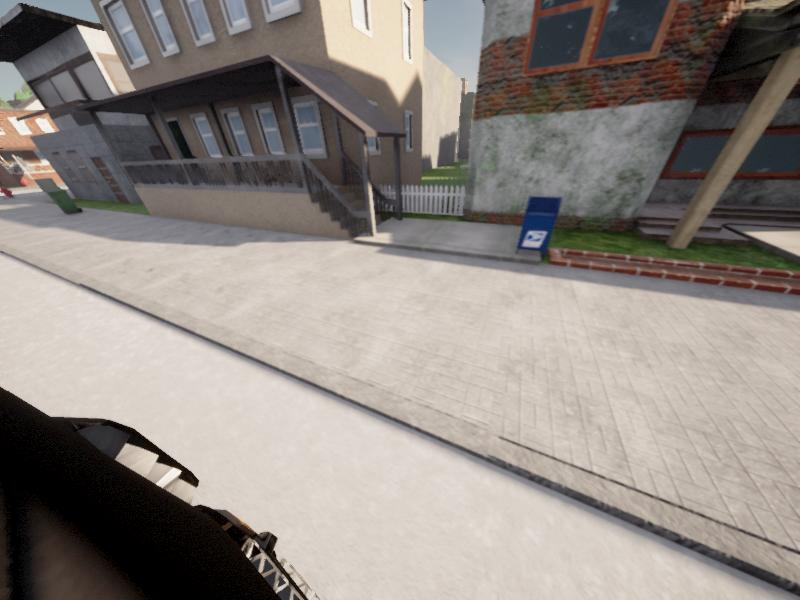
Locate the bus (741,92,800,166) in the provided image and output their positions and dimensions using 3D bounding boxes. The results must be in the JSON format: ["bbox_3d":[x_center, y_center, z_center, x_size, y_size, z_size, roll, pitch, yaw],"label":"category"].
[{"bbox_3d":[28.533,-10.560,13.880,3.944,4.253,10.273,12,36,21],"label":"bus"}]
